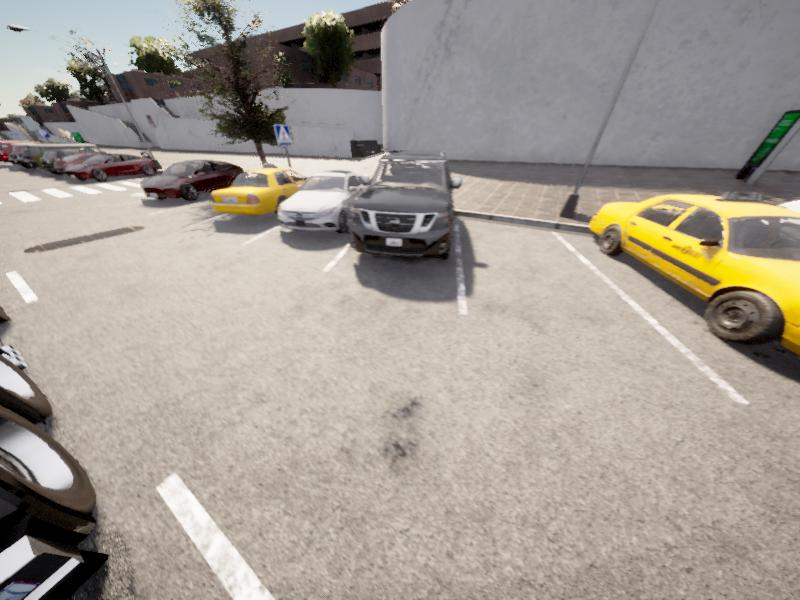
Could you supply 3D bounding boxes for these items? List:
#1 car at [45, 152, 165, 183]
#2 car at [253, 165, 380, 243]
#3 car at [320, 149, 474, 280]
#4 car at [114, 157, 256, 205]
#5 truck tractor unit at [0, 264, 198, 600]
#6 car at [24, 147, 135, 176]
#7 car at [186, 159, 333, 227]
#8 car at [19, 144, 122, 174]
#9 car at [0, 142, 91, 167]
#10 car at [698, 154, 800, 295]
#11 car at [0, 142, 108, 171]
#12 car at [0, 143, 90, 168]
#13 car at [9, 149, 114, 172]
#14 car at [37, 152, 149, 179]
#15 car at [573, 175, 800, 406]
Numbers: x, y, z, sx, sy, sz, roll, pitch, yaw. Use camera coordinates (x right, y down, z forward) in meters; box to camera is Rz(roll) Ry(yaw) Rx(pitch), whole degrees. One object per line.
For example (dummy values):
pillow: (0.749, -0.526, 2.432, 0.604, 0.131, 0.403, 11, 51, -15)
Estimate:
car: (-20.439, -9.539, 16.456, 2.163, 1.488, 4.792, 6, 35, 8)
car: (-2.235, -3.547, 7.864, 2.002, 1.452, 4.674, 6, 35, 8)
car: (0.366, -2.914, 6.436, 2.435, 2.045, 5.566, 6, 35, 8)
car: (-10.041, -6.106, 11.532, 2.163, 1.488, 4.792, 6, 35, 8)
truck tractor unit: (-5.118, -0.292, 0.780, 6.516, 4.208, 3.053, 18, 39, 24)
car: (-25.628, -11.379, 18.822, 2.185, 1.767, 4.553, 6, 35, 8)
car: (-4.813, -4.537, 9.223, 1.946, 1.575, 5.366, 6, 35, 8)
car: (-28.187, -12.396, 20.110, 1.878, 1.987, 4.442, 6, 35, 8)
car: (-38.538, -15.782, 24.918, 2.435, 2.045, 5.566, 6, 35, 8)
car: (8.168, -0.420, 2.754, 2.435, 2.045, 5.566, 5, 34, 8)
car: (-33.370, -14.042, 22.423, 2.435, 2.045, 5.566, 6, 35, 8)
car: (-35.969, -14.825, 23.589, 1.878, 1.987, 4.442, 6, 35, 8)
car: (-30.791, -12.994, 21.361, 2.231, 1.521, 4.892, 6, 35, 8)
car: (-23.042, -10.404, 17.715, 2.002, 1.452, 4.674, 6, 35, 8)
car: (5.535, -0.937, 3.966, 1.946, 1.575, 5.366, 6, 35, 8)
